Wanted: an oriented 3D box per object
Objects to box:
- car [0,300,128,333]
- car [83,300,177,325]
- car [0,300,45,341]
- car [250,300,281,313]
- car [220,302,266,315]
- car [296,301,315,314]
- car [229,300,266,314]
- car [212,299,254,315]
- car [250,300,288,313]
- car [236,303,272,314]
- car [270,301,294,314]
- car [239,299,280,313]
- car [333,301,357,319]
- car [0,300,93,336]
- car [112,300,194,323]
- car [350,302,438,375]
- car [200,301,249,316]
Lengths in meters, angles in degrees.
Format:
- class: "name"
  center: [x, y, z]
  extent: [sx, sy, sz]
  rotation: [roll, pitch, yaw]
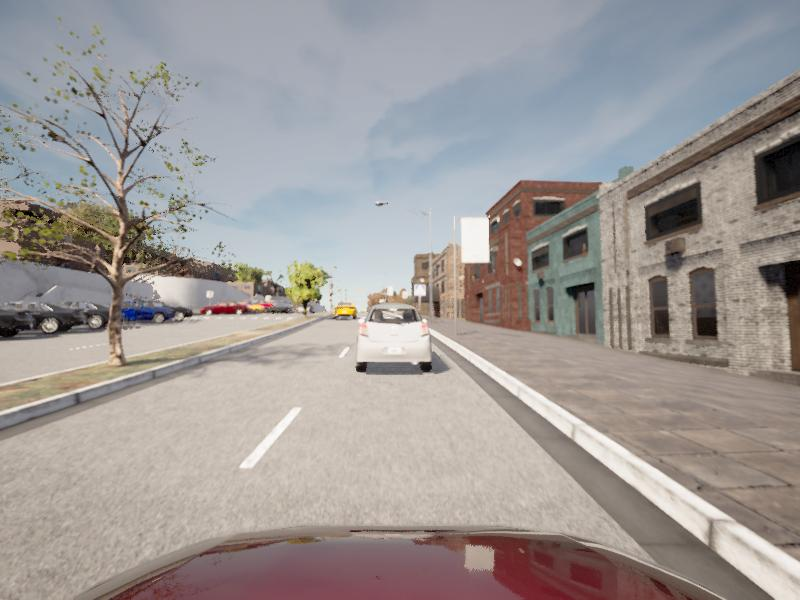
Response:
- class: "car"
  center: [-17.650, 0.798, 21.299]
  extent: [4.892, 1.521, 2.231]
  rotation: [-1, 0, -24]
- class: "car"
  center: [-18.140, 0.801, 27.192]
  extent: [5.008, 1.535, 2.097]
  rotation: [0, 0, -25]
- class: "car"
  center: [-17.271, 0.801, 15.396]
  extent: [4.892, 1.521, 2.231]
  rotation: [-1, 0, -23]
- class: "car"
  center: [-21.146, 1.041, 62.801]
  extent: [4.442, 1.987, 1.878]
  rotation: [0, -2, -25]
- class: "car"
  center: [-20.043, 1.012, 50.973]
  extent: [5.366, 1.575, 1.946]
  rotation: [0, -1, -25]
- class: "car"
  center: [-12.199, 1.028, 51.898]
  extent: [1.851, 1.617, 3.988]
  rotation: [0, -1, -5]
- class: "car"
  center: [-20.498, 0.945, 53.843]
  extent: [4.553, 1.767, 2.185]
  rotation: [0, -1, -25]
- class: "car"
  center: [-19.980, 0.843, 47.914]
  extent: [4.553, 1.767, 2.185]
  rotation: [0, -1, -25]
- class: "car"
  center: [-21.534, 1.091, 65.701]
  extent: [5.566, 2.045, 2.435]
  rotation: [0, -1, -25]
- class: "car"
  center: [-20.731, 1.168, 56.815]
  extent: [4.674, 1.452, 2.002]
  rotation: [0, -1, -25]
- class: "car"
  center: [-15.181, 0.993, 51.580]
  extent: [1.930, 1.638, 5.238]
  rotation: [0, -1, -5]
- class: "car"
  center: [-20.967, 0.944, 59.804]
  extent: [5.566, 2.045, 2.435]
  rotation: [0, -2, -25]
- class: "car"
  center: [-4.905, 0.888, 36.224]
  extent: [1.882, 1.535, 5.008]
  rotation: [0, -1, -5]
- class: "car"
  center: [-17.448, 0.798, 18.347]
  extent: [4.892, 1.521, 2.231]
  rotation: [-1, 0, -23]
- class: "car"
  center: [-18.394, 0.807, 30.144]
  extent: [5.008, 1.535, 2.097]
  rotation: [0, 0, -25]
- class: "car"
  center: [-0.178, 0.828, 10.234]
  extent: [1.845, 1.501, 3.633]
  rotation: [0, 0, -2]
- class: "car"
  center: [-19.681, 0.927, 44.960]
  extent: [5.008, 1.535, 2.097]
  rotation: [0, 0, -25]
